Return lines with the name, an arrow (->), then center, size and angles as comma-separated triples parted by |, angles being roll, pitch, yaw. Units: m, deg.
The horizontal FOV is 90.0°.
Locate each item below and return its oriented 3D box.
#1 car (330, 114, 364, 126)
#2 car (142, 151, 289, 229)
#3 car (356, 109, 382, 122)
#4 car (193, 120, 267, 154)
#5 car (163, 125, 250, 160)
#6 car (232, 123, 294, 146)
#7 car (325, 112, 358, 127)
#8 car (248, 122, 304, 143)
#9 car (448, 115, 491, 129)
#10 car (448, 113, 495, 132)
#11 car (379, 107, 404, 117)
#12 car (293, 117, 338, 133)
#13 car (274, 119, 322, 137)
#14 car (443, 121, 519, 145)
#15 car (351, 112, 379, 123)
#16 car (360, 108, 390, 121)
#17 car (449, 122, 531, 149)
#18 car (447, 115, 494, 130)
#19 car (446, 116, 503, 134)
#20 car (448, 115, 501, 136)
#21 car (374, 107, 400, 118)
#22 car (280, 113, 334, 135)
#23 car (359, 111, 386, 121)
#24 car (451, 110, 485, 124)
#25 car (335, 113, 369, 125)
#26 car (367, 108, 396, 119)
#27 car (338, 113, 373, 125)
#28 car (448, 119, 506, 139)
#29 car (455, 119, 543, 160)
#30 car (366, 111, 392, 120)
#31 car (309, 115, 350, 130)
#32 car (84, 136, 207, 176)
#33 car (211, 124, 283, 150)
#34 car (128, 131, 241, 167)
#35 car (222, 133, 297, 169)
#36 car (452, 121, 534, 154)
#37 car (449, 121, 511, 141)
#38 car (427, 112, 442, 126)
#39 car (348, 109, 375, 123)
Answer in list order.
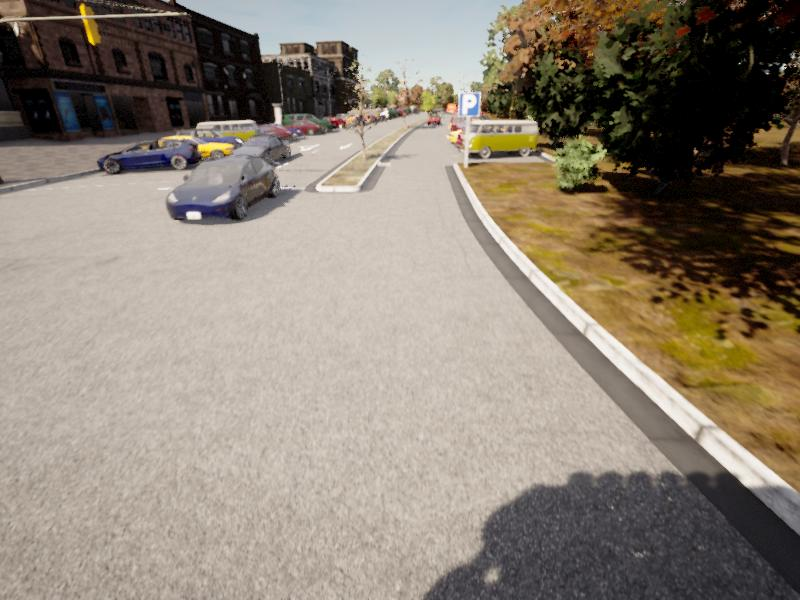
car -> -8.097, -27.481, 61.027 | 4.892, 1.521, 2.231 | -7, 27, -10
car -> -5.343, -3.634, 12.546 | 2.163, 1.488, 4.792 | 1, 26, 2
car -> -5.699, -34.312, 74.296 | 4.442, 1.987, 1.878 | -6, 26, -9
car -> -12.010, -11.736, 28.665 | 4.442, 1.987, 1.878 | -9, 27, -14
car -> -12.366, -10.291, 25.972 | 4.553, 1.767, 2.185 | -9, 27, -14
car -> -11.619, -14.145, 34.149 | 4.674, 1.452, 2.002 | -8, 27, -13
car -> -8.517, -26.268, 58.291 | 4.553, 1.767, 2.185 | -7, 27, -10
car -> -11.355, -15.479, 36.851 | 4.674, 1.452, 2.002 | -8, 27, -13
car -> 8.600, -22.278, 49.936 | 4.792, 1.488, 2.163 | -6, 27, -11
car -> 7.963, -19.812, 44.610 | 4.553, 1.767, 2.185 | -6, 27, -12
car -> -1.975, -44.874, 95.545 | 5.566, 2.045, 2.435 | -6, 26, -9
car -> -10.096, -20.841, 47.608 | 5.008, 1.535, 2.097 | -8, 26, -11
car -> -10.754, -18.141, 42.236 | 4.674, 1.452, 2.002 | -8, 27, -12
car -> 6.318, -13.140, 31.408 | 5.366, 1.575, 1.946 | -7, 27, -13
car -> -6.307, -32.743, 71.713 | 4.792, 1.488, 2.163 | -7, 27, -9
car -> -4.887, -36.953, 79.573 | 5.566, 2.045, 2.435 | -6, 27, -9
car -> 6.438, -11.877, 28.854 | 5.366, 1.575, 1.946 | -7, 27, -14
car -> 8.265, -21.005, 47.301 | 5.008, 1.535, 2.097 | -6, 27, -12
car -> 7.789, -18.416, 42.066 | 5.366, 1.575, 1.946 | -6, 27, -12
car -> 7.273, -17.195, 39.325 | 4.553, 1.767, 2.185 | -6, 27, -12
car -> -2.931, -42.237, 90.225 | 5.566, 2.045, 2.435 | -6, 26, -9
car -> -10.414, -19.741, 44.815 | 5.566, 2.045, 2.435 | -8, 26, -12
car -> -5.332, -35.415, 77.034 | 5.008, 1.535, 2.097 | -6, 26, -9
car -> 10.200, -27.637, 60.398 | 4.553, 1.767, 2.185 | -5, 27, -10
car -> -7.676, -28.808, 63.706 | 5.008, 1.535, 2.097 | -7, 26, -10
car -> -3.936, -39.589, 84.888 | 5.566, 2.045, 2.435 | -6, 27, -9
car -> -7.393, -30.109, 66.337 | 5.366, 1.575, 1.946 | -7, 27, -9
car -> 7.013, -15.742, 36.763 | 4.674, 1.452, 2.002 | -7, 27, -13
car -> 5.729, -9.421, 23.384 | 4.442, 1.987, 1.878 | -7, 27, -14
car -> -4.381, -38.051, 82.351 | 5.008, 1.535, 2.097 | -6, 26, -9
car -> -9.345, -23.498, 52.978 | 5.008, 1.535, 2.097 | -7, 27, -11
car -> -12.889, -7.504, 20.694 | 4.792, 1.488, 2.163 | -9, 27, -14
car -> -11.886, -12.848, 31.437 | 4.892, 1.521, 2.231 | -9, 27, -13
car -> -12.352, -8.879, 23.375 | 5.366, 1.575, 1.946 | -9, 27, -14
car -> -7.764, -8.574, 22.770 | 2.033, 1.411, 5.357 | 1, 26, 4
car -> 6.007, -10.653, 26.101 | 4.553, 1.767, 2.185 | -7, 27, -14
car -> 6.745, -14.434, 34.120 | 4.674, 1.452, 2.002 | -7, 27, -13
car -> 4.982, -26.301, 58.083 | 1.851, 1.617, 3.988 | 3, 27, 8
car -> -6.641, -31.669, 68.964 | 4.442, 1.987, 1.878 | -7, 26, -9
